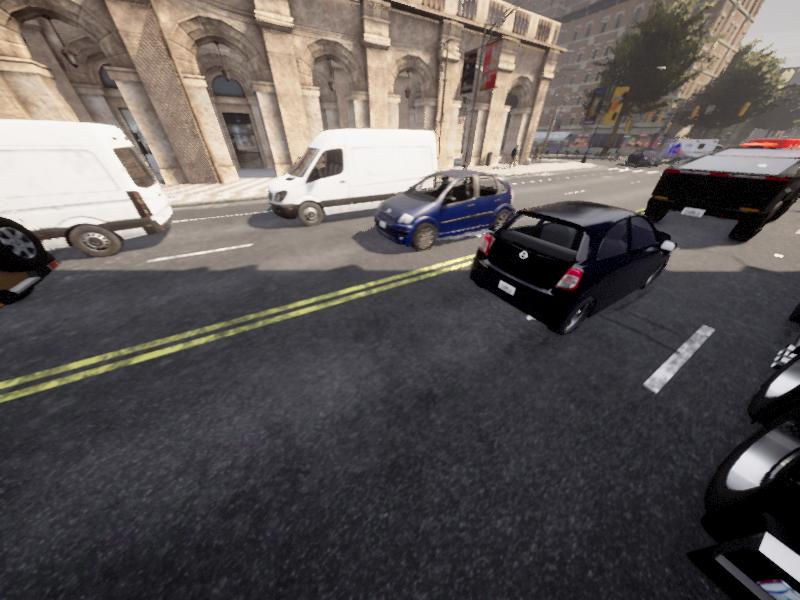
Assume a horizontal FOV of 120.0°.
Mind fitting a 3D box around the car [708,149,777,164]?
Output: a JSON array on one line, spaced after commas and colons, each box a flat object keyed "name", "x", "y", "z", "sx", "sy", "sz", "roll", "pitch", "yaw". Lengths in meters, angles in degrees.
[{"name": "car", "x": 44.288, "y": -18.705, "z": 29.998, "sx": 1.812, "sy": 1.442, "sz": 4.674, "roll": -18, "pitch": 39, "yaw": -24}]

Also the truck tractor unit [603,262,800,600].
[{"name": "truck tractor unit", "x": 5.105, "y": -0.306, "z": 0.790, "sx": 6.516, "sy": 4.208, "sz": 3.053, "roll": -18, "pitch": 39, "yaw": -24}]

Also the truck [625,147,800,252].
[{"name": "truck", "x": 10.655, "y": -3.563, "z": 7.377, "sx": 6.274, "sy": 2.098, "sz": 2.390, "roll": -18, "pitch": 39, "yaw": -25}]

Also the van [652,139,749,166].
[{"name": "van", "x": 35.306, "y": -17.690, "z": 27.602, "sx": 6.366, "sy": 2.431, "sz": 2.351, "roll": 21, "pitch": 40, "yaw": 27}]

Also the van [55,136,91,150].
[{"name": "van", "x": -76.117, "y": -36.666, "z": 53.935, "sx": 2.351, "sy": 2.431, "sz": 6.366, "roll": -18, "pitch": 39, "yaw": -25}]

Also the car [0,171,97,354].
[{"name": "car", "x": -7.292, "y": 0.031, "z": 2.247, "sx": 4.605, "sy": 1.855, "sz": 1.932, "roll": -19, "pitch": 39, "yaw": -24}]

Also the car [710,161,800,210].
[{"name": "car", "x": 16.548, "y": -5.256, "z": 10.405, "sx": 3.806, "sy": 1.475, "sz": 1.970, "roll": -18, "pitch": 39, "yaw": -25}]

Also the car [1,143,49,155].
[{"name": "car", "x": -59.855, "y": -24.274, "z": 37.043, "sx": 1.801, "sy": 1.575, "sz": 5.366, "roll": -18, "pitch": 39, "yaw": -25}]

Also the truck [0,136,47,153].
[{"name": "truck", "x": -66.733, "y": -27.453, "z": 40.739, "sx": 2.627, "sy": 2.467, "sz": 5.204, "roll": -18, "pitch": 39, "yaw": -25}]

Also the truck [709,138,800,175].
[{"name": "truck", "x": 30.788, "y": -12.241, "z": 19.705, "sx": 5.204, "sy": 2.467, "sz": 2.627, "roll": -8, "pitch": 35, "yaw": -13}]

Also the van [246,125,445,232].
[{"name": "van", "x": -1.528, "y": -4.406, "z": 8.103, "sx": 5.915, "sy": 2.561, "sz": 1.988, "roll": -18, "pitch": 39, "yaw": -24}]

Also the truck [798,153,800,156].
[{"name": "truck", "x": 82.596, "y": -30.401, "z": 45.041, "sx": 8.468, "sy": 3.827, "sz": 2.891, "roll": -18, "pitch": 39, "yaw": -25}]

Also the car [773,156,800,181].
[{"name": "car", "x": 30.123, "y": -9.706, "z": 17.011, "sx": 4.181, "sy": 1.385, "sz": 1.994, "roll": -18, "pitch": 39, "yaw": -25}]

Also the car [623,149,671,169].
[{"name": "car", "x": 25.453, "y": -14.699, "z": 24.005, "sx": 1.845, "sy": 1.501, "sz": 3.633, "roll": 11, "pitch": 36, "yaw": 15}]

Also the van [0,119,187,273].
[{"name": "van", "x": -8.809, "y": -2.053, "z": 4.659, "sx": 5.915, "sy": 2.561, "sz": 1.988, "roll": -18, "pitch": 39, "yaw": -24}]

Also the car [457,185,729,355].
[{"name": "car", "x": 3.101, "y": -0.877, "z": 3.951, "sx": 3.633, "sy": 1.501, "sz": 1.845, "roll": -18, "pitch": 39, "yaw": -24}]

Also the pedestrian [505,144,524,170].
[{"name": "pedestrian", "x": 9.852, "y": -12.362, "z": 19.918, "sx": 0.751, "sy": 1.860, "sz": 0.751, "roll": -10, "pitch": 36, "yaw": -15}]

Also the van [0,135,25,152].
[{"name": "van", "x": -78.081, "y": -30.715, "z": 45.237, "sx": 1.988, "sy": 2.561, "sz": 5.915, "roll": -18, "pitch": 39, "yaw": -25}]

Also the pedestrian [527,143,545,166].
[{"name": "pedestrian", "x": 13.540, "y": -14.479, "z": 22.992, "sx": 0.751, "sy": 1.860, "sz": 0.751, "roll": -18, "pitch": 39, "yaw": -25}]

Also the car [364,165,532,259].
[{"name": "car", "x": 1.298, "y": -2.634, "z": 6.394, "sx": 3.988, "sy": 1.617, "sz": 1.851, "roll": -18, "pitch": 39, "yaw": -24}]
